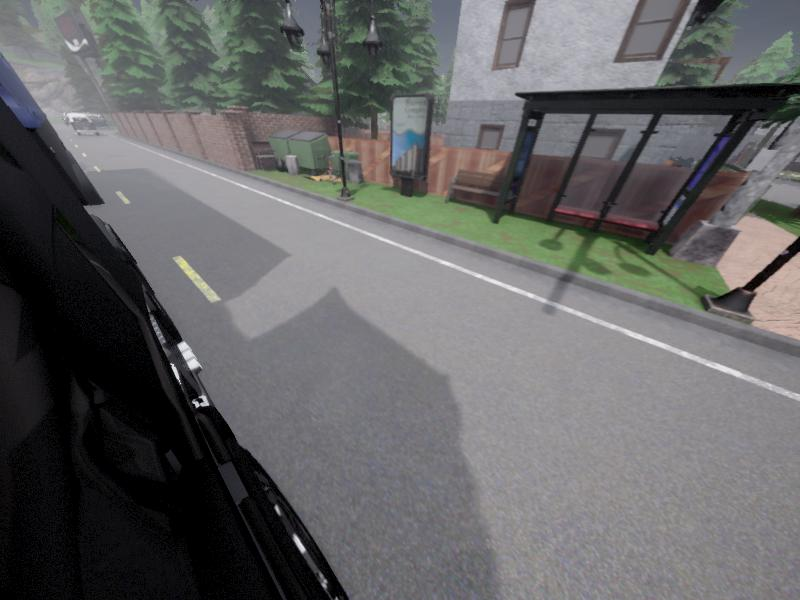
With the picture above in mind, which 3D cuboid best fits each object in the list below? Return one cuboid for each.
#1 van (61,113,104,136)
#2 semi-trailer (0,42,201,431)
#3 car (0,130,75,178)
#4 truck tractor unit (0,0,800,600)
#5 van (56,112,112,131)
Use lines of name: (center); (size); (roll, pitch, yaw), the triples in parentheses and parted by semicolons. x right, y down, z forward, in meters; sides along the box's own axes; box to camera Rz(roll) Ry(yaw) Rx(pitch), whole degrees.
van: (-37.551, -20.728, 27.309); (4.480, 2.038, 2.069); (28, 44, 30)
semi-trailer: (-8.690, -3.609, 4.238); (14.254, 4.402, 2.717); (28, 44, 30)
car: (-16.787, -6.654, 10.349); (4.181, 1.385, 1.994); (28, 43, 30)
truck tractor unit: (-2.645, -0.295, 0.352); (6.516, 4.208, 3.053); (28, 44, 30)
van: (-48.421, -27.415, 35.528); (2.069, 2.038, 4.480); (27, 42, 29)
